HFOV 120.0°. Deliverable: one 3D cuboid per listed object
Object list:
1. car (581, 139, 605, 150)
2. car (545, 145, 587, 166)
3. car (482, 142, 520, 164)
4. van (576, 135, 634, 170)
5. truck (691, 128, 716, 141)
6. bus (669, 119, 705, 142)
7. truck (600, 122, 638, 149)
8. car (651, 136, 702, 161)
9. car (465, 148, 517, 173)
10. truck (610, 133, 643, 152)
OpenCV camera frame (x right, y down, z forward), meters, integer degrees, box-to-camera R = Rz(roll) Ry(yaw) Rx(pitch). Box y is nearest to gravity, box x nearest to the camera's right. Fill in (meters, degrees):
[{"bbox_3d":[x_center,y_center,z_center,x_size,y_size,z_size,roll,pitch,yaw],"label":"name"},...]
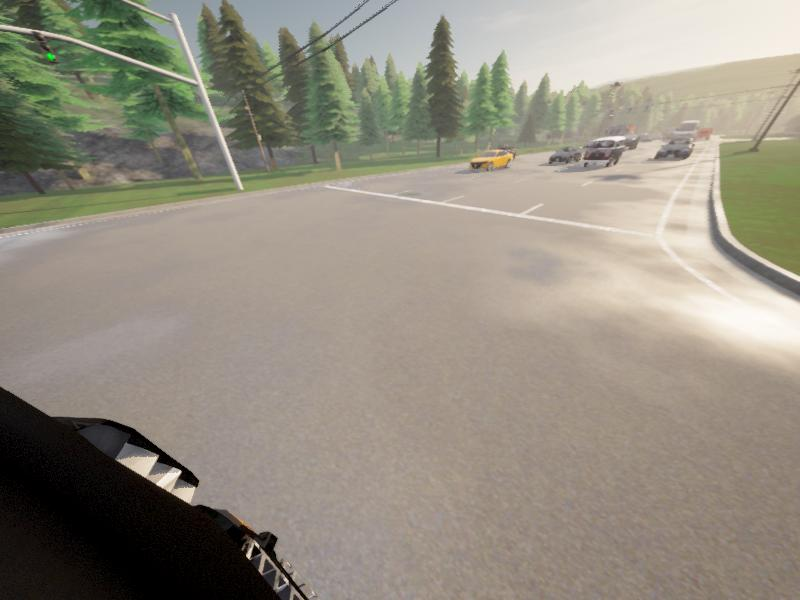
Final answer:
[{"bbox_3d":[39.256,-31.647,46.996,5.027,1.651,2.152,-28,41,-33],"label":"car"},{"bbox_3d":[16.152,-14.110,22.441,4.193,1.474,1.816,-28,41,-33],"label":"car"},{"bbox_3d":[11.856,-17.211,27.052,4.605,1.855,1.932,-28,41,-32],"label":"car"},{"bbox_3d":[16.590,-11.973,18.698,4.480,2.038,2.069,-28,41,-32],"label":"van"},{"bbox_3d":[73.030,-39.826,55.573,5.204,2.467,2.627,-28,41,-33],"label":"truck"},{"bbox_3d":[74.461,-43.883,59.922,10.273,4.253,3.944,-28,41,-33],"label":"bus"},{"bbox_3d":[42.599,-31.890,44.853,8.468,3.827,2.891,-28,41,-33],"label":"truck"},{"bbox_3d":[25.793,-14.133,21.546,4.611,1.667,2.242,-28,41,-32],"label":"car"},{"bbox_3d":[8.161,-12.462,20.544,5.008,1.535,1.882,-28,41,-33],"label":"car"},{"bbox_3d":[35.716,-24.806,36.354,6.274,2.098,2.390,-30,42,-34],"label":"truck"}]
